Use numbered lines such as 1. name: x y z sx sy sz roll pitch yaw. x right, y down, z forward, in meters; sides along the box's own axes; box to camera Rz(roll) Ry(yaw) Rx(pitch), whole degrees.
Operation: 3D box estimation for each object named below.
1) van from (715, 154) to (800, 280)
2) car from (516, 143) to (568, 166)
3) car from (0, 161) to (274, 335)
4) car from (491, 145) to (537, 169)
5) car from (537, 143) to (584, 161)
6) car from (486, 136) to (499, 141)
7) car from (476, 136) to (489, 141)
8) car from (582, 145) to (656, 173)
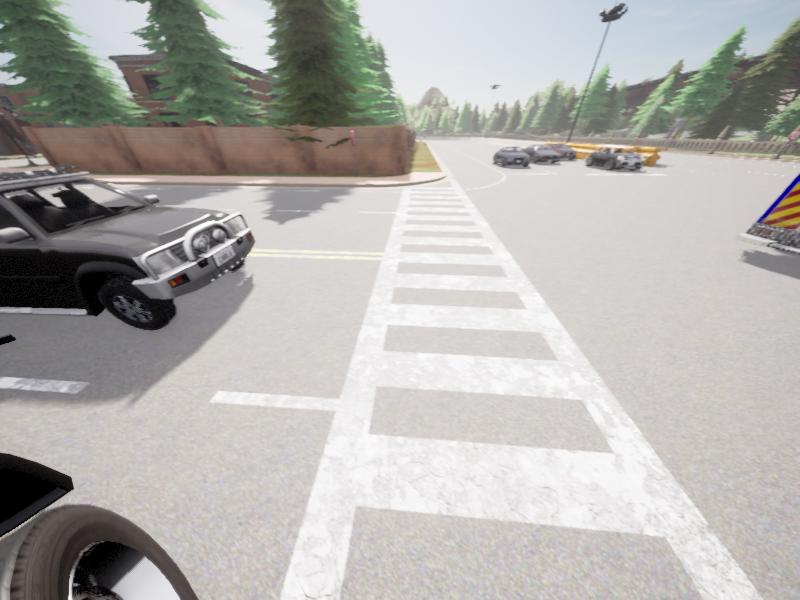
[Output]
1. van: 10.613 -1.815 4.245 6.366 2.431 2.351 -8 37 -10
2. car: 12.895 -13.612 21.472 2.033 1.411 5.357 2 36 3
3. car: -4.922 -0.902 3.490 4.605 1.855 1.932 1 36 3
4. car: 9.161 -11.838 19.044 1.994 1.385 4.181 2 36 3
5. car: 16.429 -15.404 23.970 1.994 1.385 4.181 1 36 2
6. car: 32.565 -56.903 81.495 1.895 1.301 4.718 -7 36 -10
7. car: 29.031 -56.901 81.379 2.128 1.511 4.902 -7 36 -10
8. car: 16.017 -10.596 17.215 1.970 1.475 3.806 2 36 4
